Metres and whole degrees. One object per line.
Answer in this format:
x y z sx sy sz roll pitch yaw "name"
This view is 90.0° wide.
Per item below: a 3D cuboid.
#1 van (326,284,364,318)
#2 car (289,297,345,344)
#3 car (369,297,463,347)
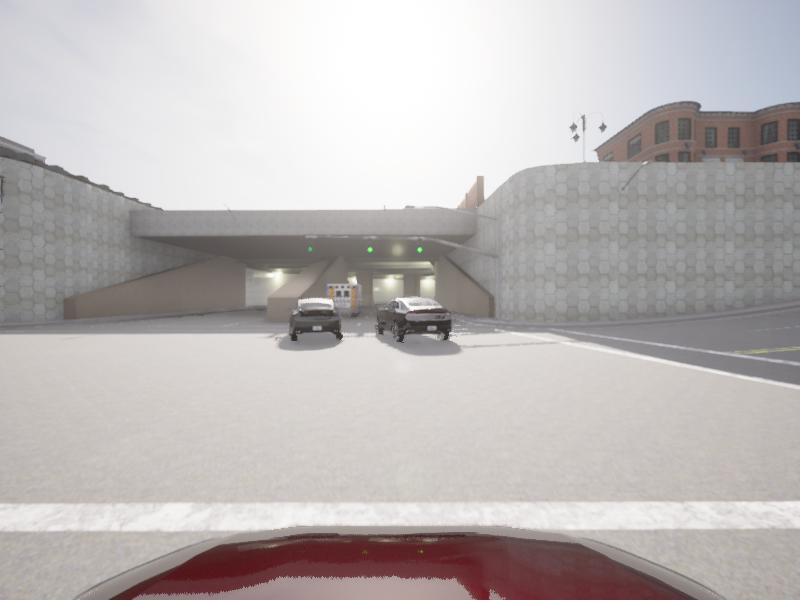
-4.242 0.036 31.931 2.351 2.431 6.366 0 1 -1 "van"
-3.387 0.669 15.943 1.837 1.490 4.892 -1 1 -14 "car"
0.353 0.656 14.941 2.128 1.511 4.902 0 1 -16 "car"
